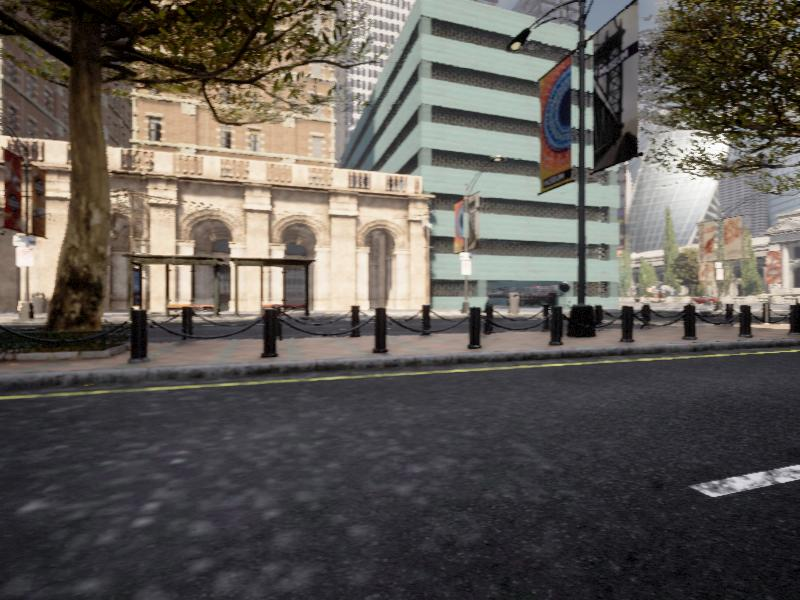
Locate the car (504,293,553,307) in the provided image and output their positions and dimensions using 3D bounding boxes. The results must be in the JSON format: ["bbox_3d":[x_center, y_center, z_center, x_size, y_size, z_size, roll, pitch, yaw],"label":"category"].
[{"bbox_3d":[14.315,-0.007,44.525,4.902,1.511,2.128,0,0,-18],"label":"car"}]

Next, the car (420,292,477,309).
[{"bbox_3d":[4.498,0.057,37.112,4.786,1.482,2.161,0,0,-18],"label":"car"}]
